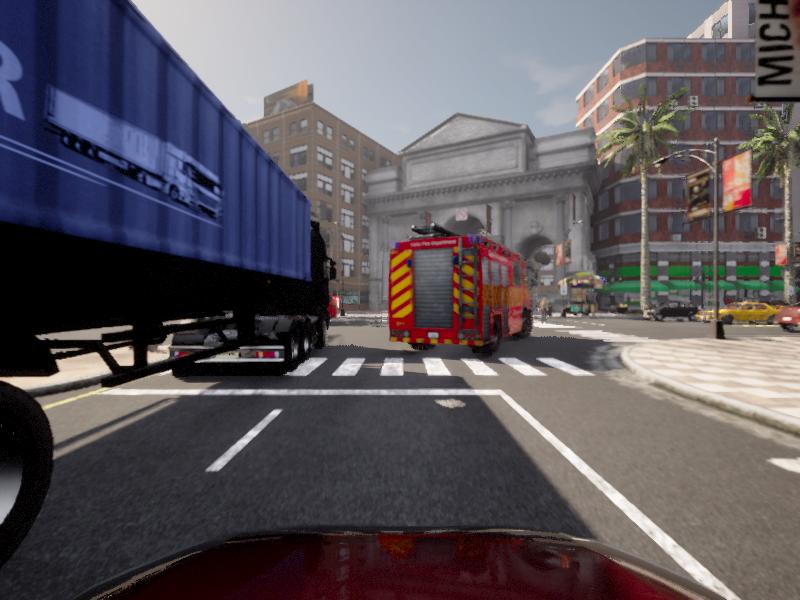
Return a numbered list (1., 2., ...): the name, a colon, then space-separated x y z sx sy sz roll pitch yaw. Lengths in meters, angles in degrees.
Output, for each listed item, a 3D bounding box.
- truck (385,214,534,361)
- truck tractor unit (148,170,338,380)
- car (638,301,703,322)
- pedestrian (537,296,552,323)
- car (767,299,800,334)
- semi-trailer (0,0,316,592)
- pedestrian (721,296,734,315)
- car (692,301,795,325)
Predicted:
1. truck: 2.780 -0.307 14.830 2.891 3.827 8.468 0 0 27
2. truck tractor unit: -3.659 -0.513 11.328 3.053 4.208 6.516 0 0 -2
3. car: 20.525 0.842 30.472 3.705 1.549 1.789 0 0 0
4. pedestrian: 9.917 0.662 27.517 0.751 1.860 0.751 0 0 0
5. car: 21.814 0.798 19.959 5.027 1.651 2.152 0 0 0
6. semi-trailer: -3.536 -0.614 3.418 2.717 4.402 14.254 0 0 0
7. pedestrian: 32.054 0.520 39.157 0.751 1.860 0.751 0 0 2
8. car: 22.989 0.826 26.925 5.366 1.575 1.801 0 0 0
